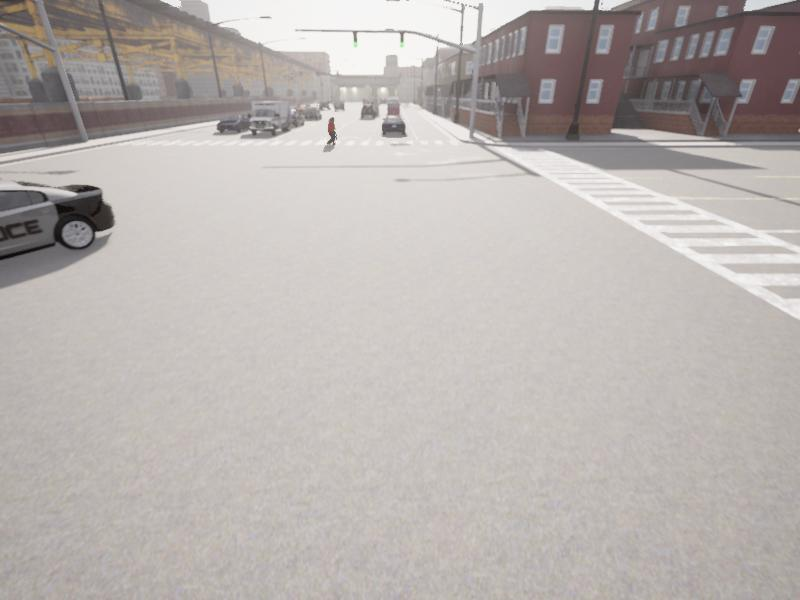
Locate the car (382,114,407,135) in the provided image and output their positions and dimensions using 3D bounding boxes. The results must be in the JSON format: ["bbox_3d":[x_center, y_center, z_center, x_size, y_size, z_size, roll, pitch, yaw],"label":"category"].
[{"bbox_3d":[-0.512,-15.066,34.276,1.994,1.385,4.181,-1,27,-1],"label":"car"}]

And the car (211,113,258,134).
[{"bbox_3d":[-14.570,-15.792,35.661,2.033,1.411,5.357,0,27,-1],"label":"car"}]

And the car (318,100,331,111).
[{"bbox_3d":[-15.231,-39.447,80.959,1.905,1.878,3.866,0,27,-1],"label":"car"}]

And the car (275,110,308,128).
[{"bbox_3d":[-11.153,-18.768,41.428,2.033,1.411,5.357,0,27,-1],"label":"car"}]

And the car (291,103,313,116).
[{"bbox_3d":[-14.947,-29.301,61.537,2.242,1.667,4.611,0,27,-1],"label":"car"}]

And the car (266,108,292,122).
[{"bbox_3d":[-14.774,-22.772,49.216,1.994,1.385,4.181,-1,27,-1],"label":"car"}]

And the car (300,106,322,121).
[{"bbox_3d":[-11.295,-23.858,51.178,1.837,1.490,4.892,0,28,-1],"label":"car"}]

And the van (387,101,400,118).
[{"bbox_3d":[-0.890,-27.199,57.108,1.775,1.987,4.442,-1,27,0],"label":"van"}]

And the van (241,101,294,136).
[{"bbox_3d":[-11.051,-15.584,34.130,2.351,2.431,6.366,0,27,-1],"label":"van"}]

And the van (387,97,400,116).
[{"bbox_3d":[-0.981,-30.577,63.059,1.988,2.561,5.915,0,27,0],"label":"van"}]

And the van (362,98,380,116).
[{"bbox_3d":[-4.453,-29.942,61.951,2.351,2.431,6.366,0,27,-1],"label":"van"}]

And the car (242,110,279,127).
[{"bbox_3d":[-14.669,-19.254,42.372,2.033,1.411,5.357,0,27,-1],"label":"car"}]

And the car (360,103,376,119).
[{"bbox_3d":[-4.352,-26.047,54.995,1.932,1.855,4.605,0,27,-1],"label":"car"}]

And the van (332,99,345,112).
[{"bbox_3d":[-11.667,-37.253,76.600,1.775,1.987,4.442,0,27,-1],"label":"van"}]

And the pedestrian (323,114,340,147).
[{"bbox_3d":[-4.286,-10.668,25.167,0.751,1.860,0.751,2,27,4],"label":"pedestrian"}]

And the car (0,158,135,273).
[{"bbox_3d":[-8.433,-1.413,7.527,1.930,1.638,5.238,14,31,26],"label":"car"}]
